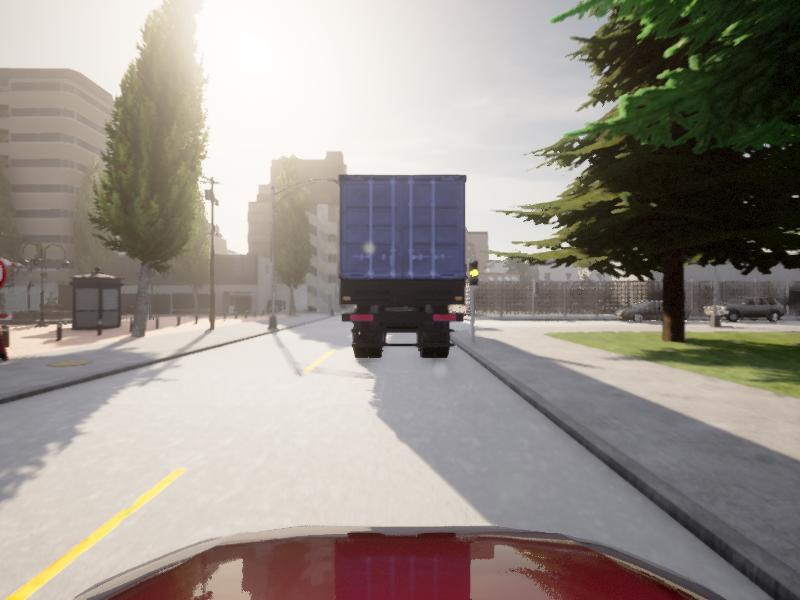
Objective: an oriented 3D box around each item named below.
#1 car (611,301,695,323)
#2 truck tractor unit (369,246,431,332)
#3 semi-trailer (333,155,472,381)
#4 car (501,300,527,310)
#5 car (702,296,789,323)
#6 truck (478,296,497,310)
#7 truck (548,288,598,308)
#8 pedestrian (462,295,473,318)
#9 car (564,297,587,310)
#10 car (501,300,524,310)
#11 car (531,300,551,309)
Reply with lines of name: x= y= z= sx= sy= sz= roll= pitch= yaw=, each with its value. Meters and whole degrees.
car: x=18.110 y=0.831 z=28.811 sx=4.892 sy=1.490 sz=1.837 roll=0 pitch=0 yaw=-1
truck tractor unit: x=-0.011 y=-0.535 z=22.864 sx=3.053 sy=4.208 sz=6.516 roll=0 pitch=0 yaw=0
semi-trailer: x=0.019 y=-0.626 z=14.949 sx=2.717 sy=4.402 sz=14.254 roll=0 pitch=0 yaw=0
car: x=18.042 y=0.716 z=63.453 sx=3.705 sy=1.547 sz=1.789 roll=0 pitch=0 yaw=0
car: x=24.714 y=0.639 z=28.745 sx=4.605 sy=1.855 sz=1.932 roll=0 pitch=0 yaw=0
truck: x=13.855 y=0.475 z=63.777 sx=2.069 sy=2.038 sz=4.478 roll=0 pitch=0 yaw=0
truck: x=33.730 y=-0.358 z=78.059 sx=8.468 sy=3.827 sz=2.891 roll=0 pitch=0 yaw=0
pedestrian: x=5.538 y=0.509 z=32.773 sx=0.751 sy=1.860 sz=0.751 roll=0 pitch=0 yaw=-2
car: x=27.612 y=0.555 z=63.099 sx=1.905 sy=1.878 sz=3.866 roll=0 pitch=0 yaw=0
car: x=17.815 y=0.787 z=63.613 sx=2.033 sy=1.415 sz=5.357 roll=0 pitch=0 yaw=0
car: x=22.494 y=0.725 z=64.026 sx=1.845 sy=1.501 sz=3.633 roll=0 pitch=0 yaw=0
